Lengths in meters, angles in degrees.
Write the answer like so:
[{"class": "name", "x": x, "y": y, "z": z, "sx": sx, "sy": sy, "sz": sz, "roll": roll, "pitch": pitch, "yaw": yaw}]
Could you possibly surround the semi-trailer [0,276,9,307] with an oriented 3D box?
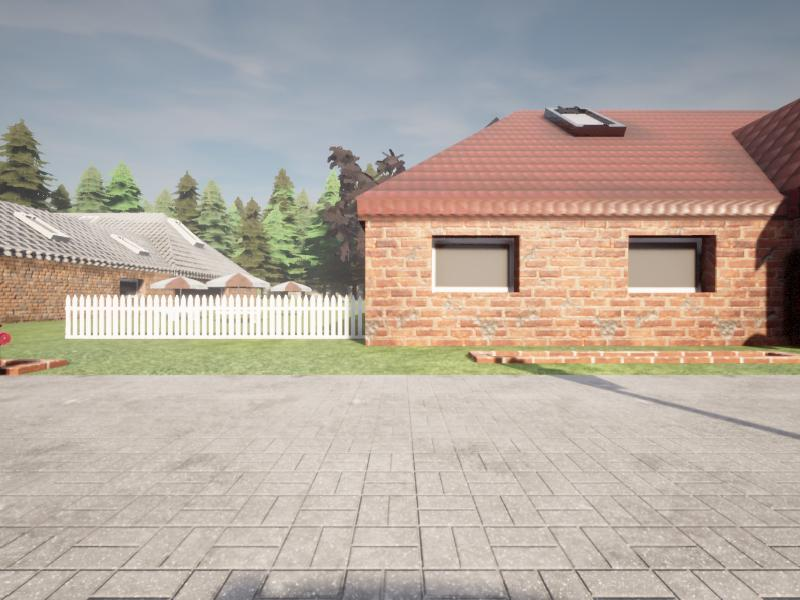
[{"class": "semi-trailer", "x": -58.335, "y": -1.217, "z": 51.157, "sx": 2.717, "sy": 4.402, "sz": 14.254, "roll": 0, "pitch": 0, "yaw": 0}]
